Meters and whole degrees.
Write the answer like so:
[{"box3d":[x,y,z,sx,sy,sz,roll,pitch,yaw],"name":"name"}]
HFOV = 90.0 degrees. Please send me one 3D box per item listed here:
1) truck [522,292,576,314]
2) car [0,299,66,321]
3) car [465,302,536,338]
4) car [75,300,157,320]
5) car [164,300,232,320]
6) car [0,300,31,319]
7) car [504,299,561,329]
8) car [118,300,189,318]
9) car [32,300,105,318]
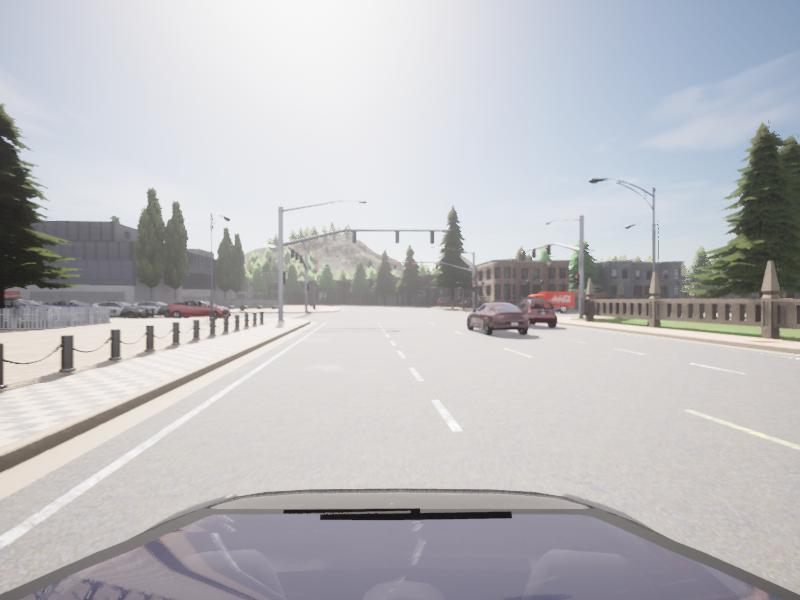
[{"box3d":[17.245,0.298,46.415,5.204,2.467,2.627,0,0,-6],"name":"truck"},{"box3d":[-29.411,0.732,31.210,4.856,1.649,2.033,0,0,-6],"name":"car"},{"box3d":[4.566,0.846,19.023,1.812,1.442,4.674,0,0,-6],"name":"car"},{"box3d":[-22.488,0.781,31.899,4.974,1.542,2.038,0,0,-6],"name":"car"},{"box3d":[-16.277,0.784,32.456,4.514,1.525,2.007,0,0,-4],"name":"car"},{"box3d":[-35.065,0.786,34.162,4.902,1.511,2.128,0,0,-6],"name":"car"},{"box3d":[7.684,0.759,23.680,1.851,1.617,3.988,0,0,-3],"name":"car"},{"box3d":[-21.776,0.777,35.487,4.974,1.542,2.038,0,0,-6],"name":"car"},{"box3d":[-28.725,0.779,34.795,4.514,1.525,2.007,0,0,-6],"name":"car"}]
